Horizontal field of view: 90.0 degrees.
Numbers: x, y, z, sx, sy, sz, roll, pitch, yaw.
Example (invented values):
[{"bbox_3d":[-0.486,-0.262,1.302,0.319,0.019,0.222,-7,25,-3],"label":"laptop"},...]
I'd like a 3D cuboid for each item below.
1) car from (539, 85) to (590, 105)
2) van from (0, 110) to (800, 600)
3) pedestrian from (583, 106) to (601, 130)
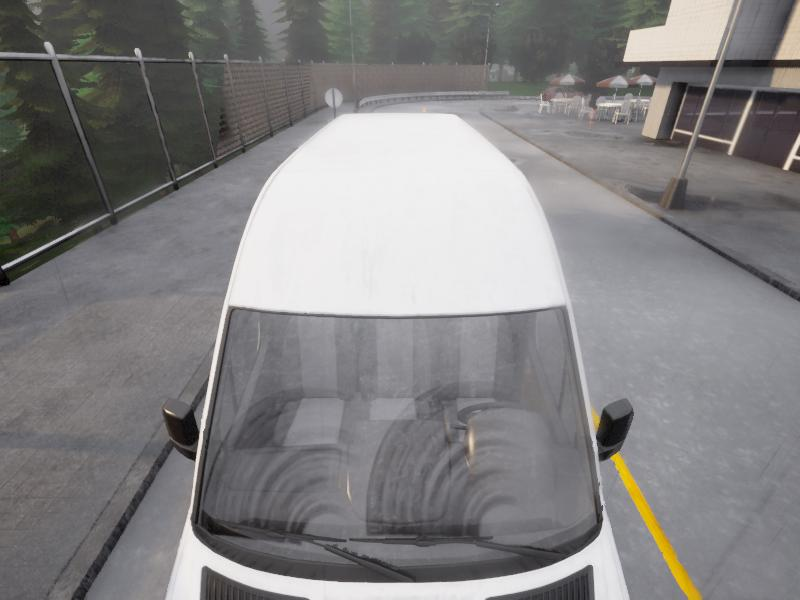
[{"bbox_3d":[14.962,-18.721,36.565,3.633,1.501,1.845,-1,30,-3],"label":"car"},{"bbox_3d":[-0.018,0.047,3.433,1.988,2.561,5.915,0,30,0],"label":"van"},{"bbox_3d":[10.119,-9.574,21.072,0.500,1.100,0.500,1,30,2],"label":"pedestrian"}]
